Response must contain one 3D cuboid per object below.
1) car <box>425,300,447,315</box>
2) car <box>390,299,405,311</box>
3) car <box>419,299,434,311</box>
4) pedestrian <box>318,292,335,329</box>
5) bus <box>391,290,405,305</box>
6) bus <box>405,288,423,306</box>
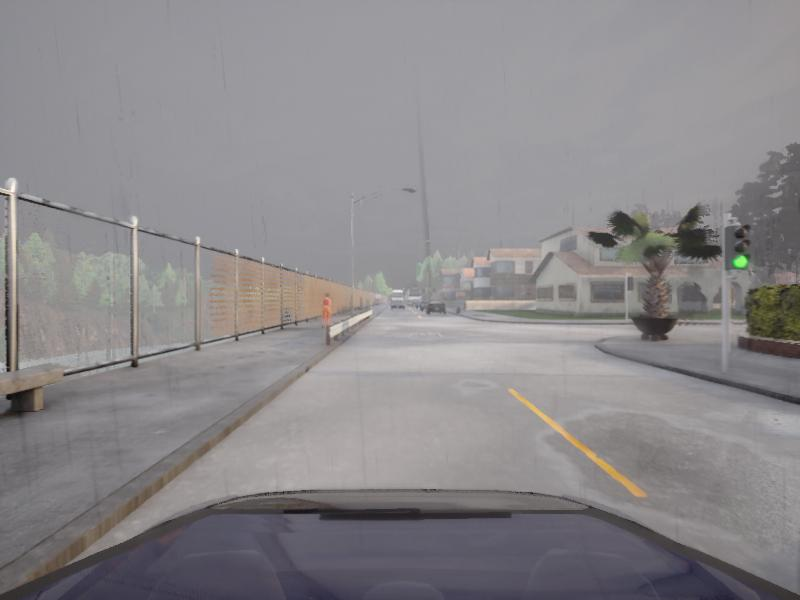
[{"bbox_3d":[3.775,0.776,43.238,1.882,1.535,5.008,0,0,-1],"label":"car"},{"bbox_3d":[-0.304,0.717,59.449,2.152,1.651,5.027,0,0,0],"label":"car"},{"bbox_3d":[3.716,0.728,56.071,1.851,1.617,3.988,0,0,-1],"label":"car"},{"bbox_3d":[-3.753,0.510,20.415,0.751,1.860,0.751,0,0,0],"label":"pedestrian"},{"bbox_3d":[-0.515,-0.662,114.932,3.944,4.253,10.273,0,0,0],"label":"bus"},{"bbox_3d":[3.331,-0.650,98.941,3.944,4.253,10.273,0,0,0],"label":"bus"}]
